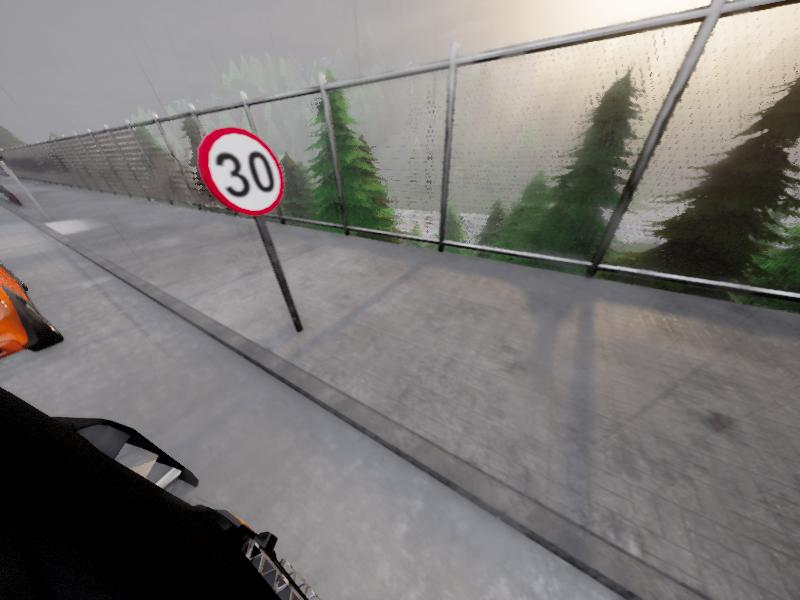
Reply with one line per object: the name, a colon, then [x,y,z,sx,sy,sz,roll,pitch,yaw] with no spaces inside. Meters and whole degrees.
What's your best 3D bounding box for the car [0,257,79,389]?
car: [-6.729,-0.084,2.776,4.553,1.767,2.097,16,38,26]
